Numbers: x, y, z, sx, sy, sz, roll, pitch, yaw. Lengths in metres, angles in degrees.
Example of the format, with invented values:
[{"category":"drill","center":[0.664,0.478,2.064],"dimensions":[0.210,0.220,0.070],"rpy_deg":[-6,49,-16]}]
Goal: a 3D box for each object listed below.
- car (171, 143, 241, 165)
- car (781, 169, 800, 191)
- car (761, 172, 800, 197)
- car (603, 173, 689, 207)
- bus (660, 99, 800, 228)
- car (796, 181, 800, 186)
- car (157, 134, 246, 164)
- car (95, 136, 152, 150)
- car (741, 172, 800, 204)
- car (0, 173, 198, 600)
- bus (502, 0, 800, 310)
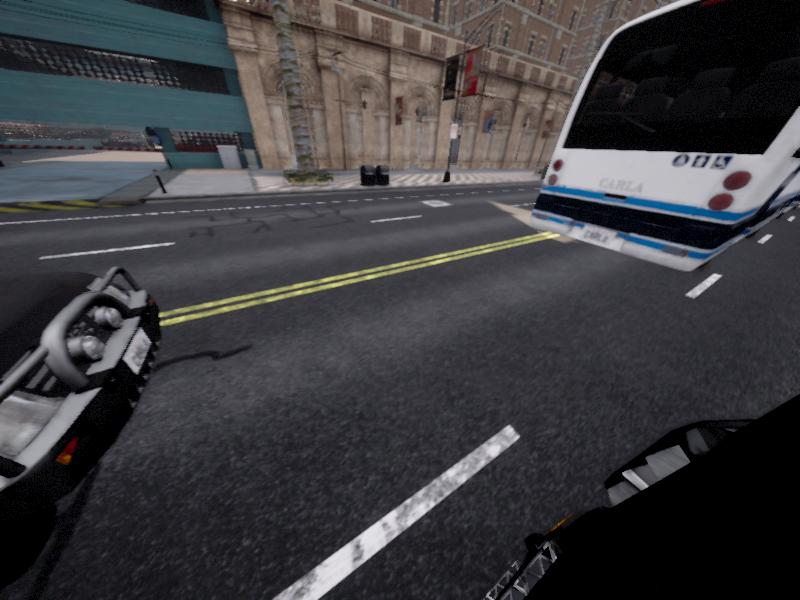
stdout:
[{"category":"car","center":[-17.507,-13.357,21.231],"dimensions":[4.514,1.523,2.007],"rpy_deg":[-16,38,-26]},{"category":"car","center":[43.280,-12.734,24.469],"dimensions":[4.605,1.855,1.932],"rpy_deg":[-16,38,-25]},{"category":"car","center":[35.170,-10.376,20.569],"dimensions":[5.027,1.651,2.152],"rpy_deg":[-15,38,-25]},{"category":"car","center":[14.443,-6.552,13.570],"dimensions":[4.181,1.385,1.994],"rpy_deg":[-16,38,-26]},{"category":"bus","center":[19.442,-7.014,12.019],"dimensions":[10.273,4.253,3.944],"rpy_deg":[-16,38,-26]},{"category":"car","center":[52.928,-15.287,29.331],"dimensions":[4.892,1.490,1.837],"rpy_deg":[-16,38,-25]},{"category":"car","center":[-17.542,-13.668,20.988],"dimensions":[5.566,2.045,2.435],"rpy_deg":[-16,38,-26]},{"category":"car","center":[-40.924,-23.305,34.395],"dimensions":[4.902,1.511,2.128],"rpy_deg":[-16,38,-26]},{"category":"car","center":[28.078,-8.351,17.021],"dimensions":[5.027,1.651,2.152],"rpy_deg":[-16,38,-26]},{"category":"car","center":[-4.045,0.813,0.737],"dimensions":[4.605,1.855,1.932],"rpy_deg":[-17,38,-25]},{"category":"bus","center":[8.521,-3.862,6.505],"dimensions":[10.273,4.253,3.944],"rpy_deg":[-16,38,-26]}]
